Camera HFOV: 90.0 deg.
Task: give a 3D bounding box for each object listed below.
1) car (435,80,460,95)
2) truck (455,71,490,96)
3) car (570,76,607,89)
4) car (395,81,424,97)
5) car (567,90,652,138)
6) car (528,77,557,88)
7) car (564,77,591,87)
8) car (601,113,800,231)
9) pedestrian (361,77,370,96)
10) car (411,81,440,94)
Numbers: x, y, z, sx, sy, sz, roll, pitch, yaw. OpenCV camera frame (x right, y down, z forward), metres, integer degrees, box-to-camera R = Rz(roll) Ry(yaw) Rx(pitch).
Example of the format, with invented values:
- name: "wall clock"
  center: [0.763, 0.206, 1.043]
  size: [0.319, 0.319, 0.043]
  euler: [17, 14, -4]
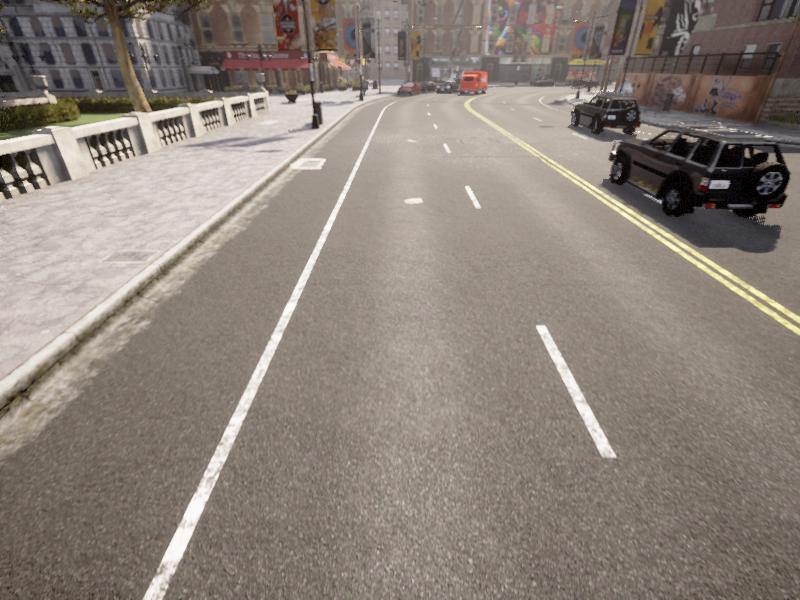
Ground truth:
- name: "car"
  center: [6.067, -27.182, 51.164]
  size: [1.970, 1.475, 3.806]
  euler: [13, 33, 21]
- name: "truck"
  center: [8.973, -26.626, 49.142]
  size: [2.627, 2.467, 5.204]
  euler: [13, 33, 21]
- name: "car"
  center: [30.200, -34.924, 64.174]
  size: [5.238, 1.638, 1.930]
  euler: [-12, 32, -20]
- name: "car"
  center: [1.165, -25.411, 48.068]
  size: [2.002, 1.452, 4.674]
  euler: [10, 32, 17]
- name: "car"
  center: [10.805, -9.901, 21.102]
  size: [1.932, 1.855, 4.605]
  euler: [0, 30, 0]
- name: "car"
  center: [24.353, -37.295, 68.417]
  size: [4.514, 1.525, 2.007]
  euler: [-17, 34, -26]
- name: "car"
  center: [31.527, -38.887, 71.204]
  size: [3.806, 1.475, 1.970]
  euler: [-10, 32, -16]
- name: "car"
  center: [7.209, -3.437, 10.037]
  size: [1.932, 1.855, 4.605]
  euler: [1, 30, 1]
- name: "pedestrian"
  center: [-3.827, -23.438, 43.939]
  size: [0.751, 1.860, 0.751]
  euler: [5, 31, 8]
- name: "car"
  center: [3.373, -28.013, 52.671]
  size: [1.895, 1.301, 4.718]
  euler: [16, 34, 26]
